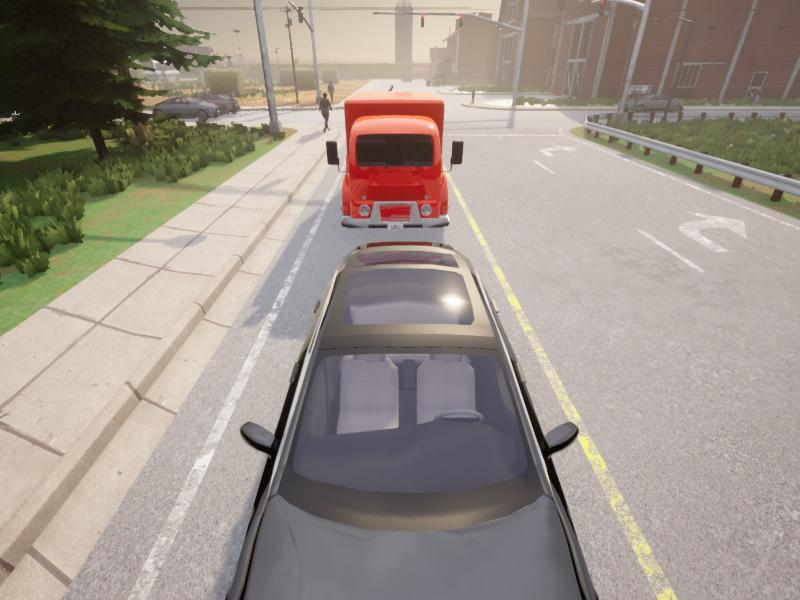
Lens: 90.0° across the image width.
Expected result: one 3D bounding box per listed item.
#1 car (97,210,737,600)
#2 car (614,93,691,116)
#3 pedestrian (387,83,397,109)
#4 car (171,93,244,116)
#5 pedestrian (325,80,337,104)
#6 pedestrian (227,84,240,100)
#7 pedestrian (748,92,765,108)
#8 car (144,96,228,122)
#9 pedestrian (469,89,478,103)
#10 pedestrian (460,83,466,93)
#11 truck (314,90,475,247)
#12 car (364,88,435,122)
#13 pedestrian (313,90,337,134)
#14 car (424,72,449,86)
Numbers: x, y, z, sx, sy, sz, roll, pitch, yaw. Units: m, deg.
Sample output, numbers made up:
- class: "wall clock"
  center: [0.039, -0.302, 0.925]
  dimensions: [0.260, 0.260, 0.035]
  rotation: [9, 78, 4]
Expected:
- class: "car"
  center: [0.059, 0.761, 3.240]
  dimensions: [2.128, 1.511, 4.902]
  rotation: [0, 30, 0]
- class: "car"
  center: [18.380, -14.347, 29.306]
  dimensions: [4.181, 1.385, 1.994]
  rotation: [0, 30, 0]
- class: "pedestrian"
  center: [-0.678, -16.910, 33.100]
  dimensions: [0.751, 1.860, 0.751]
  rotation: [-4, 31, -8]
- class: "car"
  center: [-13.989, -14.354, 29.299]
  dimensions: [4.181, 1.385, 1.994]
  rotation: [0, 30, 0]
- class: "pedestrian"
  center: [-6.054, -18.403, 35.355]
  dimensions: [0.751, 1.860, 0.751]
  rotation: [-10, 32, -17]
- class: "pedestrian"
  center: [-16.697, -20.906, 40.188]
  dimensions: [0.751, 1.300, 0.751]
  rotation: [-22, 37, -33]
- class: "pedestrian"
  center: [28.637, -16.032, 32.113]
  dimensions: [0.500, 1.100, 0.500]
  rotation: [1, 30, 2]
- class: "car"
  center: [-13.948, -12.596, 26.288]
  dimensions: [4.181, 1.385, 1.994]
  rotation: [0, 30, 0]
- class: "pedestrian"
  center: [6.633, -18.382, 36.074]
  dimensions: [0.500, 1.100, 0.500]
  rotation: [-19, 35, -29]
- class: "pedestrian"
  center: [7.746, -26.078, 49.214]
  dimensions: [0.500, 1.100, 0.500]
  rotation: [-23, 37, -33]
- class: "truck"
  center: [-0.135, -3.420, 9.425]
  dimensions: [2.627, 2.467, 5.204]
  rotation: [0, 30, -1]
- class: "car"
  center: [-0.136, -13.370, 27.301]
  dimensions: [2.242, 1.667, 4.611]
  rotation: [-25, 38, -36]
- class: "pedestrian"
  center: [-3.641, -9.226, 19.629]
  dimensions: [0.751, 1.860, 0.751]
  rotation: [7, 31, 11]
- class: "car"
  center: [6.307, -37.971, 68.882]
  dimensions: [1.905, 1.878, 3.866]
  rotation: [-31, 40, -33]
